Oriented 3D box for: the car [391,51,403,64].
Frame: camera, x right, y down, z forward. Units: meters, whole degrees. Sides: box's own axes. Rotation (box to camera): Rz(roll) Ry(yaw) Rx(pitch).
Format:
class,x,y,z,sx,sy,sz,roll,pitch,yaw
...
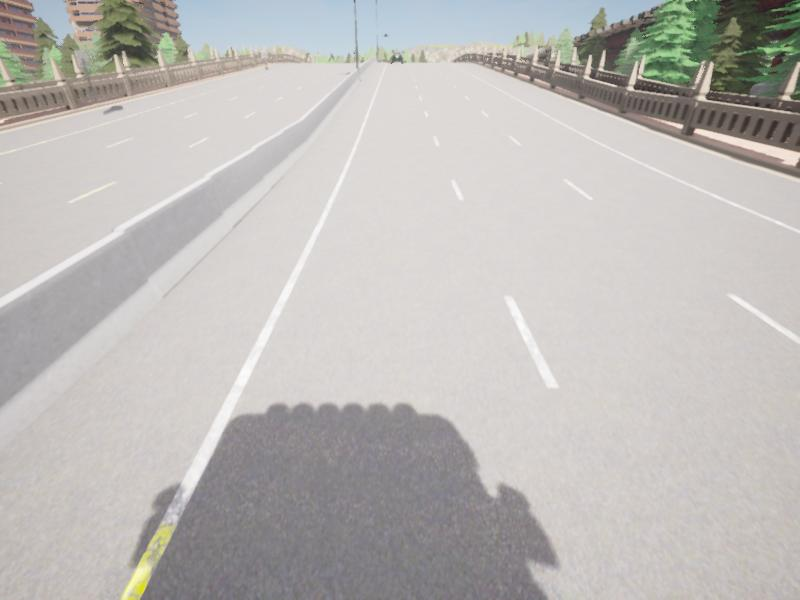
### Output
class,x,y,z,sx,sy,sz,roll,pitch,yaw
car,-0.484,-41.764,68.845,2.097,1.767,4.553,0,31,0
